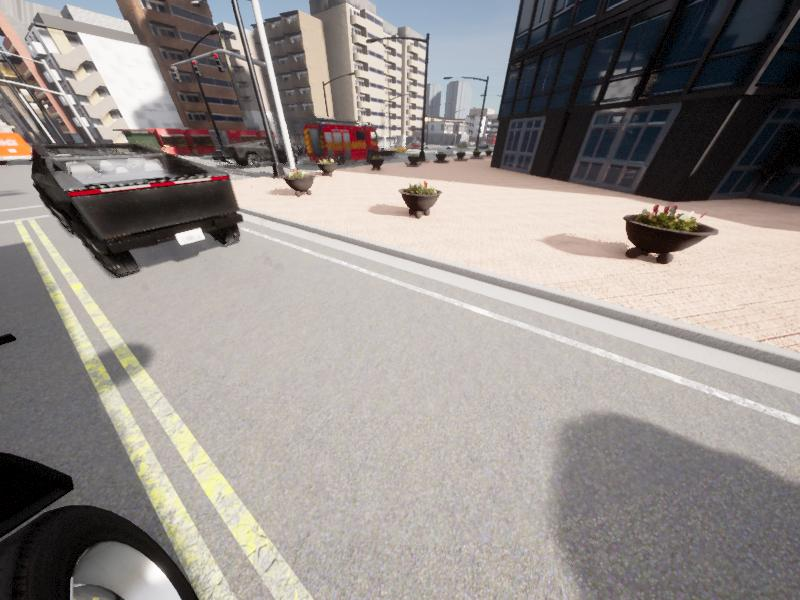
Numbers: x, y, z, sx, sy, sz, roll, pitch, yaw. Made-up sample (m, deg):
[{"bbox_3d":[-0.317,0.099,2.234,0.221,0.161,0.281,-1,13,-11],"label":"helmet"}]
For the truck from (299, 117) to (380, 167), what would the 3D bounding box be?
[{"bbox_3d":[-5.917,-16.978,24.977,2.891,3.827,8.468,21,39,26],"label":"truck"}]

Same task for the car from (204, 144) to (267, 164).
[{"bbox_3d":[-18.171,-16.472,25.936,1.930,1.638,5.238,21,39,26],"label":"car"}]

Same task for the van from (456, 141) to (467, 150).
[{"bbox_3d":[19.691,-49.398,73.787,1.775,1.987,4.442,21,41,26],"label":"van"}]

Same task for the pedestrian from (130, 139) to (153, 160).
[{"bbox_3d":[-28.484,-16.625,25.477,0.751,1.860,0.751,19,39,24],"label":"pedestrian"}]

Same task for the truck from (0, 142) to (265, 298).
[{"bbox_3d":[-6.533,-2.476,5.554,6.274,2.098,2.390,21,40,27],"label":"truck"}]

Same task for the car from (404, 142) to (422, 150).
[{"bbox_3d":[3.243,-37.826,56.770,2.033,1.649,4.856,21,39,26],"label":"car"}]

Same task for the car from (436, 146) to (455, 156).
[{"bbox_3d":[8.790,-28.663,44.410,1.812,1.442,4.674,21,39,26],"label":"car"}]

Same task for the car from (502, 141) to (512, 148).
[{"bbox_3d":[36.651,-53.459,79.233,1.932,1.855,4.605,21,41,26],"label":"car"}]

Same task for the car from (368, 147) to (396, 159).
[{"bbox_3d":[-2.644,-22.436,35.222,1.895,1.301,4.718,21,39,27],"label":"car"}]

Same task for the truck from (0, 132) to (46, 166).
[{"bbox_3d":[-37.555,-14.578,22.186,5.204,2.467,2.627,22,40,26],"label":"truck"}]

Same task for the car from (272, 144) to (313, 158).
[{"bbox_3d":[-15.778,-22.164,34.235,1.930,1.638,5.238,21,39,26],"label":"car"}]

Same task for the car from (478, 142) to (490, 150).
[{"bbox_3d":[26.071,-47.555,71.378,2.097,1.767,4.553,21,41,26],"label":"car"}]

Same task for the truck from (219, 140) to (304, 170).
[{"bbox_3d":[-12.832,-13.964,22.011,2.390,2.098,6.274,21,39,26],"label":"truck"}]

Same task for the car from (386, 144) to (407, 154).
[{"bbox_3d":[-0.679,-31.491,48.202,1.801,1.575,5.366,21,39,26],"label":"car"}]
